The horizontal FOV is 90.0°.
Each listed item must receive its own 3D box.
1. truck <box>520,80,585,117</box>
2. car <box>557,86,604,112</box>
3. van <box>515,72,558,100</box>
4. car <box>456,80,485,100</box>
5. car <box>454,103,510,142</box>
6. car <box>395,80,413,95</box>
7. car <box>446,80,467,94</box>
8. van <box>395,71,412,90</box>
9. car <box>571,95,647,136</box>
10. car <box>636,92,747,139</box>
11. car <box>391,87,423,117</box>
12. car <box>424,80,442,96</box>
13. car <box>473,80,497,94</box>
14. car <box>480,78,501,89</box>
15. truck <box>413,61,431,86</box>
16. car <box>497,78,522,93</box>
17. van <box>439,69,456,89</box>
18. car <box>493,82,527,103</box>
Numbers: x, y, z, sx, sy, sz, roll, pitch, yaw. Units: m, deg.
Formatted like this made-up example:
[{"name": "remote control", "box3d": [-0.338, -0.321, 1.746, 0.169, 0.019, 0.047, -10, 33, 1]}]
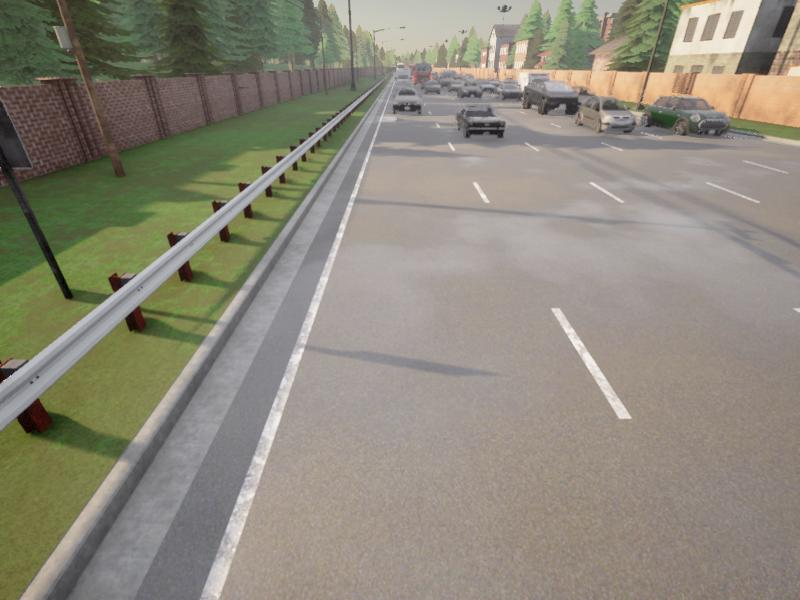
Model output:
[{"name": "truck", "box3d": [11.003, -14.985, 29.569, 2.390, 2.098, 6.274, 0, 30, 0]}, {"name": "car", "box3d": [14.501, -16.327, 32.353, 1.851, 1.617, 3.988, 0, 30, 0]}, {"name": "van", "box3d": [14.500, -23.116, 43.155, 2.351, 2.431, 6.366, 0, 30, 0]}, {"name": "car", "box3d": [7.505, -22.664, 43.130, 2.242, 1.667, 4.611, 0, 30, 0]}, {"name": "car", "box3d": [4.002, -9.104, 20.300, 1.895, 1.301, 4.718, 0, 30, 0]}, {"name": "car", "box3d": [0.499, -26.862, 50.500, 2.163, 1.488, 4.792, 0, 30, 0]}, {"name": "car", "box3d": [7.498, -28.495, 53.362, 2.033, 1.411, 5.357, 0, 30, 0]}, {"name": "van", "box3d": [0.498, -33.823, 61.462, 2.351, 2.431, 6.366, 0, 30, 0]}, {"name": "car", "box3d": [11.000, -9.948, 21.437, 1.851, 1.617, 3.988, 0, 30, 0]}, {"name": "car", "box3d": [14.766, -9.639, 20.724, 2.097, 1.767, 4.553, -2, 30, -3]}, {"name": "car", "box3d": [0.502, -14.740, 29.617, 2.152, 1.651, 5.027, 0, 30, 0]}, {"name": "car", "box3d": [3.999, -26.267, 49.459, 1.837, 1.490, 4.892, 0, 30, 0]}, {"name": "car", "box3d": [10.997, -27.862, 52.283, 2.033, 1.411, 5.357, 0, 30, 0]}, {"name": "car", "box3d": [14.498, -34.913, 64.344, 2.033, 1.411, 5.357, 0, 30, 0]}, {"name": "truck", "box3d": [3.995, -41.907, 73.909, 2.891, 3.827, 8.468, 0, 30, 0]}, {"name": "car", "box3d": [14.499, -28.654, 53.407, 1.930, 1.638, 5.238, 0, 30, 0]}, {"name": "van", "box3d": [7.496, -35.358, 63.943, 1.988, 2.561, 5.915, 0, 30, 0]}, {"name": "car", "box3d": [11.002, -21.081, 40.450, 1.930, 1.638, 5.238, 0, 30, 0]}]
